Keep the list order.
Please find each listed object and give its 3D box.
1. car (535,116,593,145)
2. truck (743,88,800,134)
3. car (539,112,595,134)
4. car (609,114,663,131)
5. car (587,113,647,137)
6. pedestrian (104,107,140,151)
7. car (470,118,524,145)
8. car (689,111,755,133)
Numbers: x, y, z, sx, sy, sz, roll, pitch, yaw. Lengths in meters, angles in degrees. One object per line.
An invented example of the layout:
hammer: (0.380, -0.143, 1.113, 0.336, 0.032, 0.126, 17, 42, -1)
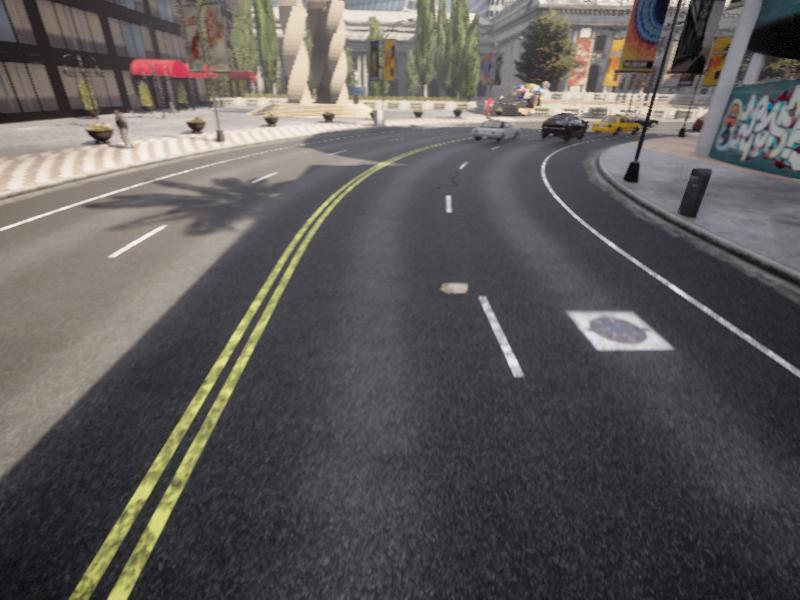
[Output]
car: (11.736, -12.161, 28.538, 2.128, 1.511, 4.902, 22, 34, 34)
truck: (39.153, -18.240, 38.712, 8.468, 3.827, 2.891, -1, 28, -3)
car: (14.695, -15.585, 35.162, 4.974, 1.542, 2.038, -19, 34, -35)
car: (23.357, -17.619, 39.643, 4.718, 1.301, 1.895, -10, 30, -21)
car: (18.372, -14.815, 33.786, 5.366, 1.575, 1.801, -17, 33, -31)
pedestrian: (-13.498, -8.313, 19.460, 0.751, 1.860, 0.751, 13, 30, 22)
car: (6.841, -11.860, 28.006, 1.895, 1.301, 4.718, 18, 32, 29)
car: (30.692, -17.023, 38.250, 4.553, 1.767, 2.097, -5, 28, -12)
